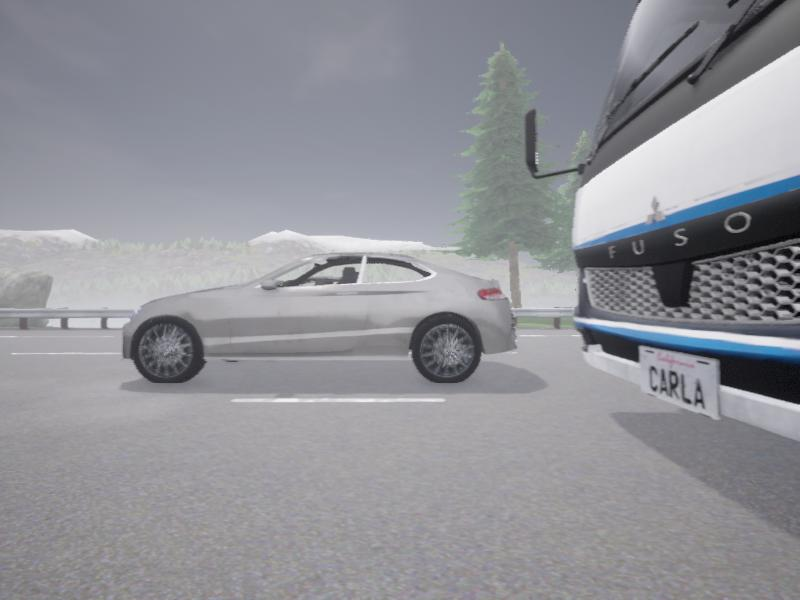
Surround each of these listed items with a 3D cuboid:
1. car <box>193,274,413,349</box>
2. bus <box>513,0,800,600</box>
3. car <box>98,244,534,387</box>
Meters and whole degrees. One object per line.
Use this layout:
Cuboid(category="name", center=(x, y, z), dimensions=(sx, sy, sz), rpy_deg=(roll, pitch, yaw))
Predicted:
Cuboid(category="car", center=(-1.993, 0.232, 9.198), dimensions=(4.514, 1.525, 2.007), rpy_deg=(0, 0, 0))
Cuboid(category="bus", center=(6.332, -1.153, 2.084), dimensions=(10.273, 4.253, 3.944), rpy_deg=(-1, 0, 0))
Cuboid(category="car", center=(-0.970, 0.182, 5.697), dimensions=(5.027, 1.651, 2.152), rpy_deg=(0, 0, 0))
